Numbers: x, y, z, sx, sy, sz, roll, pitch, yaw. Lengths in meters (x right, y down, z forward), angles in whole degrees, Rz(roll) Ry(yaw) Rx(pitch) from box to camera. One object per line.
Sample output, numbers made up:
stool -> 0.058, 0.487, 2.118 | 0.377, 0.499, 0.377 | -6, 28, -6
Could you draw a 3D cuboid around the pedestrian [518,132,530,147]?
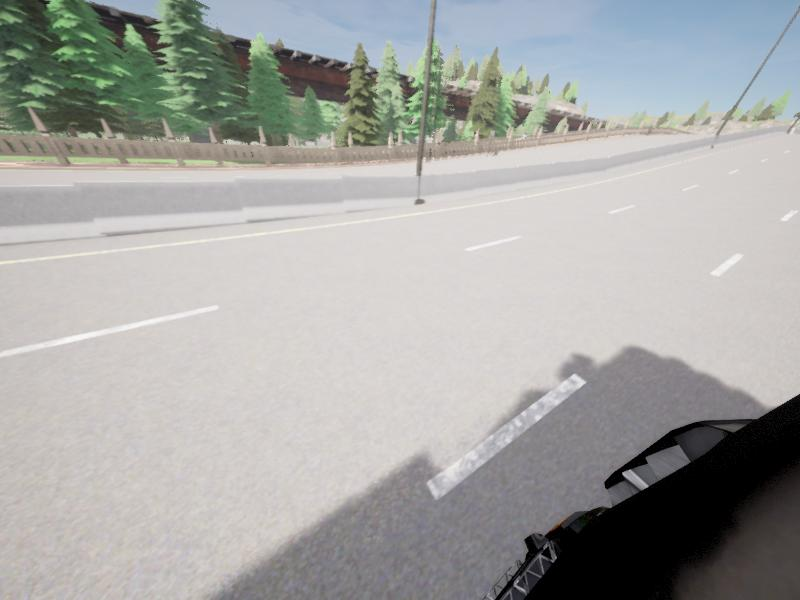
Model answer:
pedestrian -> 18.432, -23.920, 34.464 | 0.751, 1.860, 0.751 | -15, 37, -26
